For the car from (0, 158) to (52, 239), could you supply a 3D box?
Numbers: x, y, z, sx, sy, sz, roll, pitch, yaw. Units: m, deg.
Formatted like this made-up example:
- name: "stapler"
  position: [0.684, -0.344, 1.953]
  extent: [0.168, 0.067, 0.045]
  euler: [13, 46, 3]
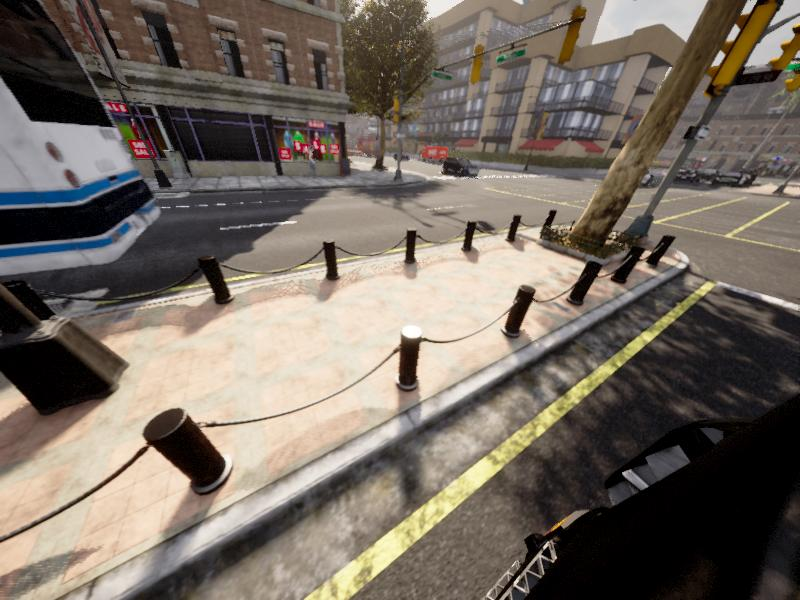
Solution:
- name: "car"
  position: [-11.129, -2.065, 4.816]
  extent: [3.633, 1.501, 1.845]
  euler: [-16, 38, -26]

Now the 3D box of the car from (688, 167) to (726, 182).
- name: "car"
  position: [43.824, -17.972, 32.981]
  extent: [5.238, 1.638, 1.930]
  euler: [-16, 38, -26]

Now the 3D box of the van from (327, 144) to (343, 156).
- name: "van"
  position: [-14.619, -33.947, 52.142]
  extent: [2.069, 2.038, 4.480]
  euler: [-16, 38, -27]

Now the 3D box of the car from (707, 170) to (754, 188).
- name: "car"
  position: [38.687, -14.201, 26.997]
  extent: [4.974, 1.542, 2.038]
  euler: [-16, 38, -26]

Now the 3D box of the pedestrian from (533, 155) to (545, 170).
- name: "pedestrian"
  position: [21.220, -20.985, 35.243]
  extent: [0.751, 1.860, 0.751]
  euler: [30, 42, 35]

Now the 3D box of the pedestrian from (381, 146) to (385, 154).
- name: "pedestrian"
  position: [-4.810, -42.646, 65.864]
  extent: [0.751, 1.860, 0.751]
  euler: [-11, 36, -20]

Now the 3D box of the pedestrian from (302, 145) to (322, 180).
- name: "pedestrian"
  position: [-5.596, -8.746, 14.704]
  extent: [0.751, 1.860, 0.751]
  euler: [-17, 38, -27]

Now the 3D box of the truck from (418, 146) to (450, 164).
- name: "truck"
  position: [5.891, -25.658, 40.863]
  extent: [2.627, 2.467, 5.204]
  euler: [-16, 38, -27]

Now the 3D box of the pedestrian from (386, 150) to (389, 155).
- name: "pedestrian"
  position: [-3.375, -40.155, 62.908]
  extent: [0.500, 1.100, 0.500]
  euler: [-13, 37, -23]

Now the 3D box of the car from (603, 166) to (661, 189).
- name: "car"
  position: [21.786, -11.564, 21.700]
  extent: [4.974, 1.542, 2.038]
  euler: [-16, 38, -26]

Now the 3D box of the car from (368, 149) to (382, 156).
- name: "car"
  position: [-6.270, -36.972, 57.887]
  extent: [1.970, 1.475, 3.806]
  euler: [-16, 38, -26]

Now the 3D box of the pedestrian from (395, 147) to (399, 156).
- name: "pedestrian"
  position: [-0.848, -38.032, 59.218]
  extent: [0.751, 1.860, 0.751]
  euler: [9, 34, 8]

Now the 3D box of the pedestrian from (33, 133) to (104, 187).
- name: "pedestrian"
  position: [-13.721, -5.818, 9.657]
  extent: [0.751, 1.860, 0.751]
  euler: [-12, 36, -21]

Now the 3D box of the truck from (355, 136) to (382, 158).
- name: "truck"
  position: [-7.355, -35.278, 53.100]
  extent: [2.891, 3.827, 8.468]
  euler: [-16, 38, -26]

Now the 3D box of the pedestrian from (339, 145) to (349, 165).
- name: "pedestrian"
  position: [-6.498, -16.805, 26.781]
  extent: [0.751, 1.860, 0.751]
  euler: [-17, 39, -28]

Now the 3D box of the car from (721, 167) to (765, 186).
- name: "car"
  position: [44.071, -15.902, 29.655]
  extent: [4.605, 1.855, 1.932]
  euler: [-17, 39, -25]

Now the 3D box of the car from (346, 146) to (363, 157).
- name: "car"
  position: [-10.107, -33.262, 51.685]
  extent: [2.097, 1.767, 4.553]
  euler: [-16, 38, -26]

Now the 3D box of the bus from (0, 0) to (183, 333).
- name: "bus"
  position: [-9.280, -1.391, 1.487]
  extent: [10.273, 4.253, 3.944]
  euler: [-16, 38, -26]

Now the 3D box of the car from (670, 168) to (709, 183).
- name: "car"
  position: [37.073, -15.953, 29.561]
  extent: [3.806, 1.475, 1.970]
  euler: [-16, 38, -26]

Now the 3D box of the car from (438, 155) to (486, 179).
- name: "car"
  position: [5.936, -13.174, 22.808]
  extent: [2.033, 1.649, 4.856]
  euler: [-9, 35, -19]

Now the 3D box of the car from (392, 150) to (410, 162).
- name: "car"
  position: [0.142, -27.030, 43.312]
  extent: [1.789, 1.549, 3.705]
  euler: [-16, 38, -26]
